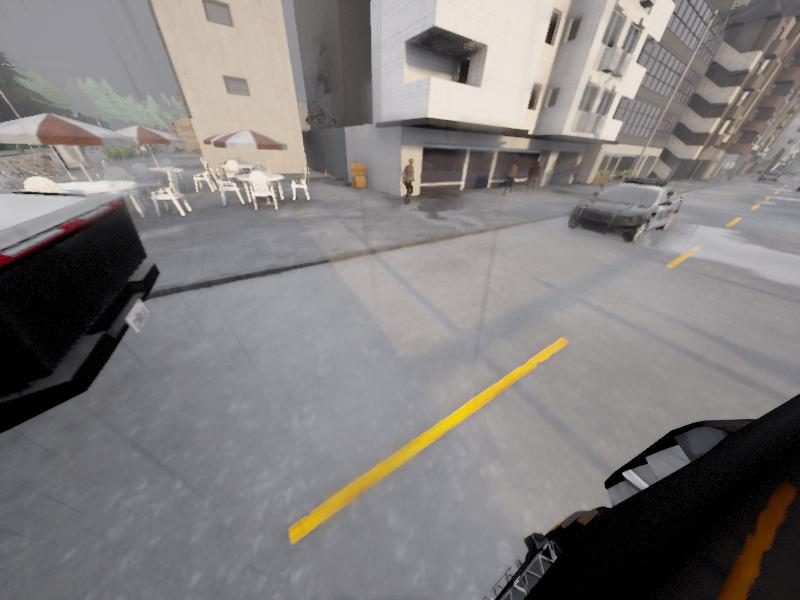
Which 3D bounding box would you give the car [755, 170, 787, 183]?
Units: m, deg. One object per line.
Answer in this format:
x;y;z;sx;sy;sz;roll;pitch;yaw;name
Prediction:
54.759;-18.282;34.113;3.633;1.501;1.845;-18;38;-28;car

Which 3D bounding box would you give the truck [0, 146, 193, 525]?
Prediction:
-5.305;0.635;0.805;6.274;2.098;2.390;-16;37;-26;truck

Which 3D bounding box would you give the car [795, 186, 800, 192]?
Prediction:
42.986;-11.992;23.506;4.553;1.767;2.097;-18;38;-28;car

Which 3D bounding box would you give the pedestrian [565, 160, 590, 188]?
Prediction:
14.073;-10.030;18.339;0.751;1.860;0.751;-25;42;-35;pedestrian

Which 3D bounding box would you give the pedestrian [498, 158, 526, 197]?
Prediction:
6.430;-7.041;13.287;0.751;1.860;0.751;-26;43;-36;pedestrian

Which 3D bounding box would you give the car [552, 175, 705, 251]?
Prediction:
7.955;-3.264;7.995;5.238;1.638;1.930;-18;38;-28;car

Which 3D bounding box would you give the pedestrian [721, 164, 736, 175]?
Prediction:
67.955;-27.030;47.807;0.751;1.860;0.751;8;34;8;pedestrian

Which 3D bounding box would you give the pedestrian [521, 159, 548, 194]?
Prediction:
8.496;-7.833;14.620;0.751;1.860;0.751;-27;44;-37;pedestrian

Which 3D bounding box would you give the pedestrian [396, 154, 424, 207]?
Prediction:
0.366;-4.959;9.643;0.751;1.860;0.751;-21;40;-31;pedestrian
